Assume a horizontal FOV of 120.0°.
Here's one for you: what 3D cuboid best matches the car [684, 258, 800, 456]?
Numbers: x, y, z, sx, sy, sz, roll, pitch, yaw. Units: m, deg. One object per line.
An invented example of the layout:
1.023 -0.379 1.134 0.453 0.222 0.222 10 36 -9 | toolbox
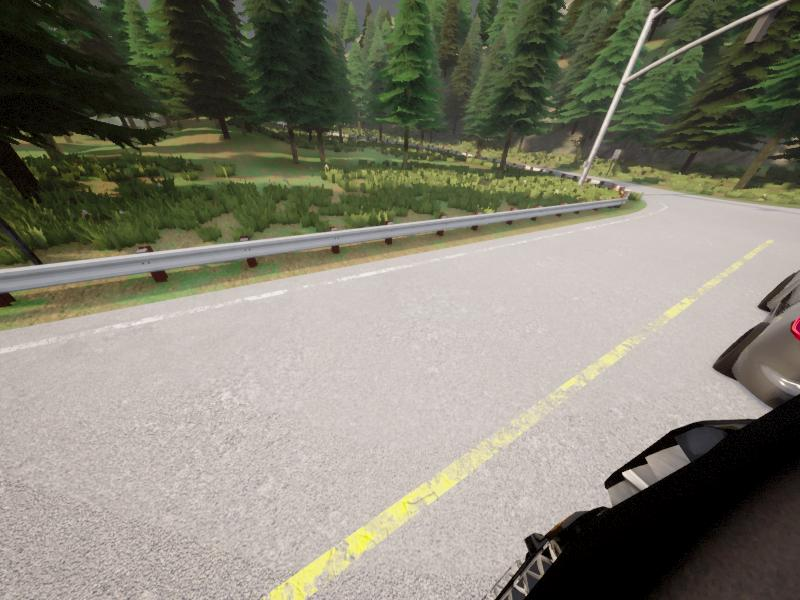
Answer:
5.832 0.331 2.380 4.611 1.667 2.242 -16 38 -26 | car
